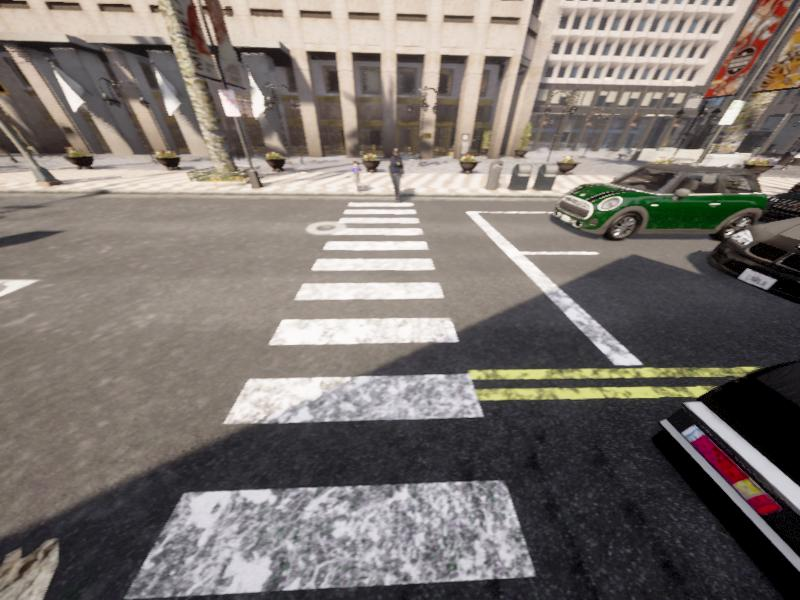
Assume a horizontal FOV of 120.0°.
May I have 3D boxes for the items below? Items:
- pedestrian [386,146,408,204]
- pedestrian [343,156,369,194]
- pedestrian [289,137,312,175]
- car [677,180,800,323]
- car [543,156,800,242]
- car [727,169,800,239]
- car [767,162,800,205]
[{"bbox_3d":[-0.101,-4.730,8.795,0.751,1.860,0.751,2,36,2],"label":"pedestrian"},{"bbox_3d":[-1.819,-5.237,9.688,0.751,1.300,0.751,-16,39,-22],"label":"pedestrian"},{"bbox_3d":[-5.773,-8.374,13.466,0.751,1.860,0.751,-6,36,-10],"label":"pedestrian"},{"bbox_3d":[8.378,-0.782,3.705,4.611,1.667,2.242,0,36,-2],"label":"car"},{"bbox_3d":[7.120,-2.875,6.475,4.553,1.767,2.097,0,36,-1],"label":"car"},{"bbox_3d":[13.766,-2.787,6.724,4.974,1.542,2.038,0,36,-2],"label":"car"},{"bbox_3d":[19.451,-4.648,9.473,4.792,1.488,2.163,-1,36,-2],"label":"car"}]
